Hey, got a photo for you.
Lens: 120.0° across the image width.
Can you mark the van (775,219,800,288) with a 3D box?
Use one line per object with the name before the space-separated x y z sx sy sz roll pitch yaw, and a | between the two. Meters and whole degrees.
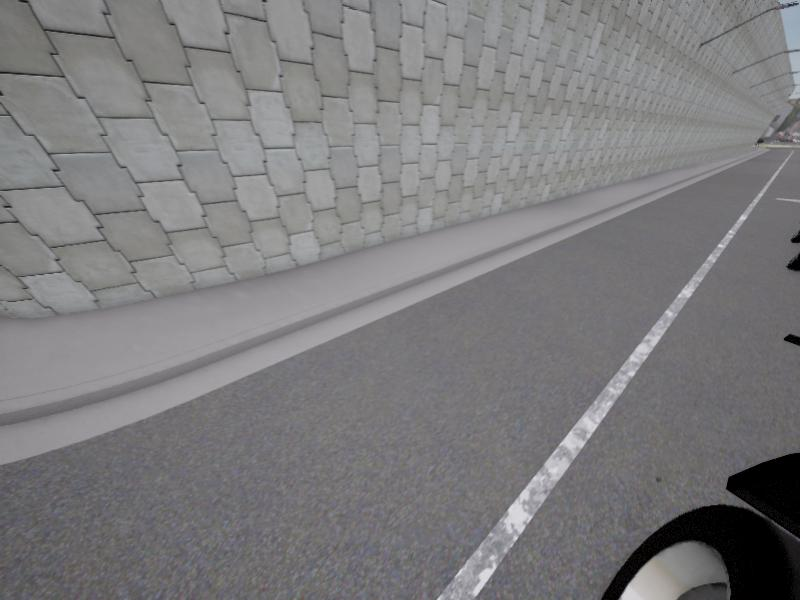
van | 9.367 -1.476 4.205 4.442 1.987 1.775 -22 41 -28
